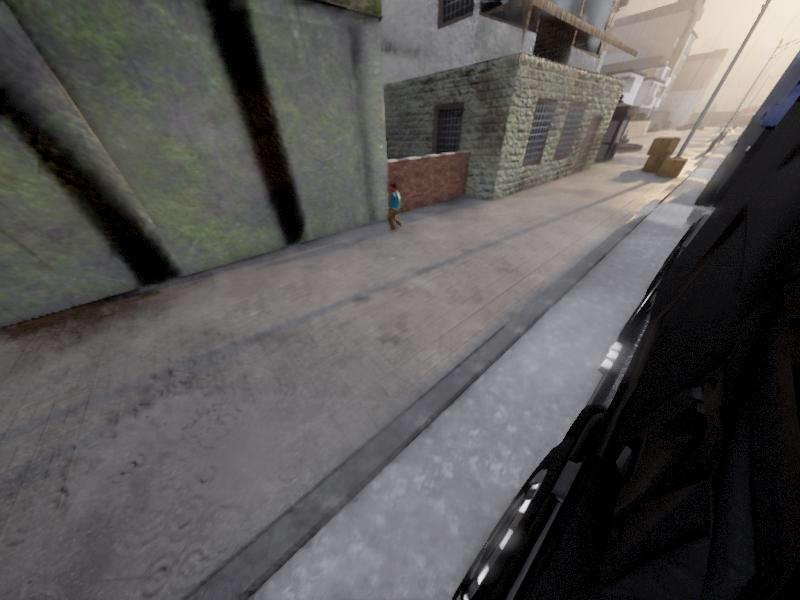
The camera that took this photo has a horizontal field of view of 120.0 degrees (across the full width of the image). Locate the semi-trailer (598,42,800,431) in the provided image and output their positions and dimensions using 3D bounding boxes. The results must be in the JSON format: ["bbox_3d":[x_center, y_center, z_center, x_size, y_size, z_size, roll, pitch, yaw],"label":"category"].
[{"bbox_3d":[8.695,-3.581,4.269,14.254,4.402,2.717,-28,44,-30],"label":"semi-trailer"}]

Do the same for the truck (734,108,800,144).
[{"bbox_3d":[35.022,-16.561,22.070,5.204,2.467,2.627,-27,43,-30],"label":"truck"}]

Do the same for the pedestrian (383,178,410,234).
[{"bbox_3d":[-0.069,-2.212,5.444,0.500,1.100,0.500,-10,37,-11],"label":"pedestrian"}]

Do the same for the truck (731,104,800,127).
[{"bbox_3d":[86.584,-43.543,54.649,2.891,3.827,8.468,-28,44,-30],"label":"truck"}]

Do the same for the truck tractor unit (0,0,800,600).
[{"bbox_3d":[2.645,-0.295,0.351,6.516,4.208,3.053,-28,44,-30],"label":"truck tractor unit"}]

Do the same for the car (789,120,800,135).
[{"bbox_3d":[52.883,-22.440,29.851,5.008,1.535,1.882,-28,43,-30],"label":"car"}]

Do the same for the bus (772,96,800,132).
[{"bbox_3d":[60.831,-27.810,34.407,10.273,4.253,3.944,-28,44,-30],"label":"bus"}]

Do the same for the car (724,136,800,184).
[{"bbox_3d":[16.404,-6.325,10.197,4.718,1.301,1.895,-28,44,-30],"label":"car"}]

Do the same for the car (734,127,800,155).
[{"bbox_3d":[25.909,-11.337,16.407,4.181,1.385,1.994,-28,43,-30],"label":"car"}]
